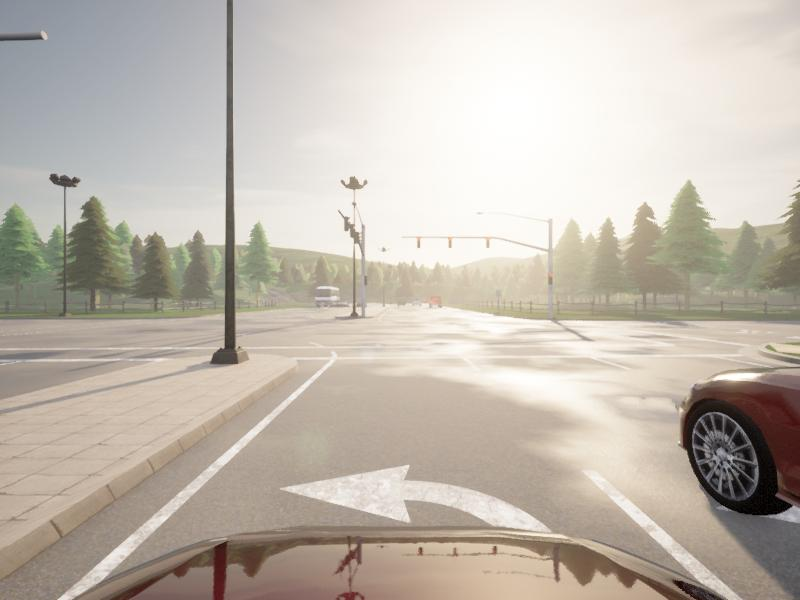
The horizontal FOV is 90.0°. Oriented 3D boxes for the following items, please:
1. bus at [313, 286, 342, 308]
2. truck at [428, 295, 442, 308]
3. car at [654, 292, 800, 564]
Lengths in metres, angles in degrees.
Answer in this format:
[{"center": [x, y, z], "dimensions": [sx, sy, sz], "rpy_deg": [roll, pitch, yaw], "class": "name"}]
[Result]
[{"center": [-14.725, -0.610, 82.126], "dimensions": [3.944, 4.253, 10.273], "rpy_deg": [0, 0, 1], "class": "bus"}, {"center": [7.167, 0.283, 82.317], "dimensions": [2.627, 2.467, 5.204], "rpy_deg": [0, 0, 1], "class": "truck"}, {"center": [3.500, 0.779, 1.307], "dimensions": [2.152, 1.651, 5.027], "rpy_deg": [0, 0, 0], "class": "car"}]
